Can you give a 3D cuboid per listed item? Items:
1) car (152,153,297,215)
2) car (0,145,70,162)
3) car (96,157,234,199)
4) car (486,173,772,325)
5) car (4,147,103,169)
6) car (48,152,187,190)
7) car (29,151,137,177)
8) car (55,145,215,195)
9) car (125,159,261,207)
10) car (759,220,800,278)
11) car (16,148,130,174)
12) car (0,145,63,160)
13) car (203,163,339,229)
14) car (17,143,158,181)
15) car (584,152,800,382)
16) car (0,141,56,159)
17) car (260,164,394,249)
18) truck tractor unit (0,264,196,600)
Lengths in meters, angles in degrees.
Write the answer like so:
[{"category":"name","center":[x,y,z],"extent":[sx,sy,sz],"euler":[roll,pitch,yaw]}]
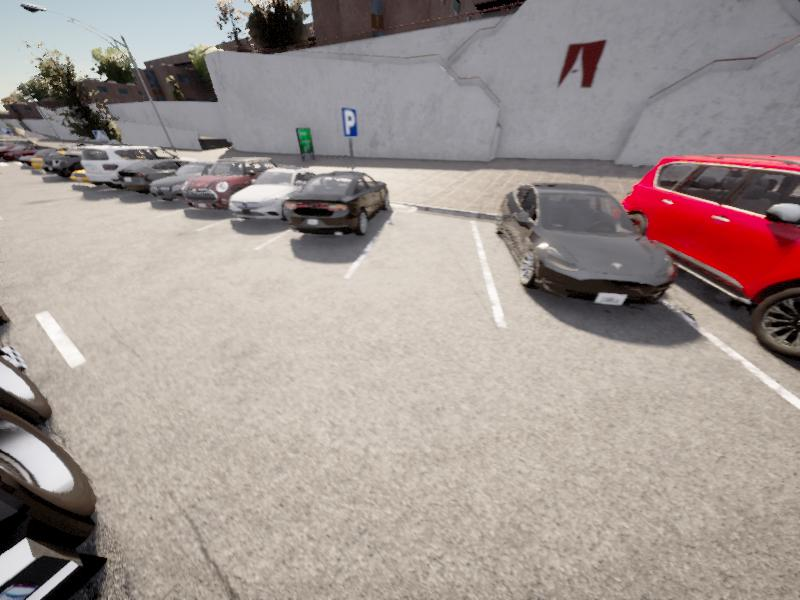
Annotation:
[{"category":"car","center":[-6.906,-5.219,10.010],"extent":[2.185,1.767,4.553],"euler":[6,35,8]},{"category":"car","center":[-43.336,-17.285,27.115],"extent":[2.163,1.488,4.792],"euler":[7,35,8]},{"category":"car","center":[-12.119,-6.799,12.563],"extent":[2.163,1.488,4.792],"euler":[6,35,8]},{"category":"car","center":[3.486,-1.674,5.097],"extent":[2.163,1.488,4.792],"euler":[6,35,8]},{"category":"car","center":[-32.935,-13.751,22.271],"extent":[2.163,1.488,4.792],"euler":[7,35,8]},{"category":"car","center":[-17.352,-8.430,14.825],"extent":[1.946,1.575,5.366],"euler":[6,35,8]},{"category":"car","center":[-25.126,-11.116,18.663],"extent":[2.002,1.452,4.674],"euler":[7,35,8]},{"category":"car","center":[-14.716,-7.888,13.631],"extent":[2.435,2.045,5.566],"euler":[6,35,8]},{"category":"car","center":[-9.510,-5.914,11.314],"extent":[2.002,1.452,4.674],"euler":[6,35,8]},{"category":"car","center":[8.658,0.079,2.476],"extent":[1.946,1.575,5.366],"euler":[6,35,8]},{"category":"car","center":[-27.704,-12.132,20.002],"extent":[1.946,1.575,5.366],"euler":[6,35,8]},{"category":"car","center":[-45.941,-18.175,28.355],"extent":[2.002,1.452,4.674],"euler":[6,35,8]},{"category":"car","center":[-4.312,-4.217,8.844],"extent":[2.002,1.452,4.674],"euler":[6,35,8]},{"category":"car","center":[-22.522,-10.458,17.253],"extent":[2.435,2.045,5.566],"euler":[7,35,8]},{"category":"car","center":[6.089,-1.060,3.702],"extent":[2.435,2.045,5.566],"euler":[6,35,8]},{"category":"car","center":[-48.526,-19.174,29.442],"extent":[2.185,1.767,4.553],"euler":[6,35,8]},{"category":"car","center":[-1.717,-3.399,7.577],"extent":[2.097,1.535,5.008],"euler":[5,35,8]},{"category":"truck tractor unit","center":[-5.112,-0.300,0.791],"extent":[6.516,4.208,3.053],"euler":[18,39,24]}]
